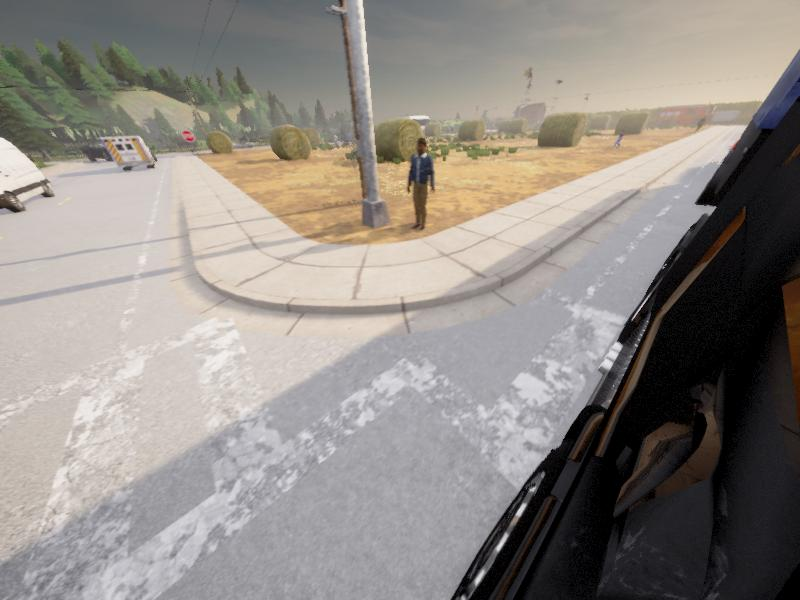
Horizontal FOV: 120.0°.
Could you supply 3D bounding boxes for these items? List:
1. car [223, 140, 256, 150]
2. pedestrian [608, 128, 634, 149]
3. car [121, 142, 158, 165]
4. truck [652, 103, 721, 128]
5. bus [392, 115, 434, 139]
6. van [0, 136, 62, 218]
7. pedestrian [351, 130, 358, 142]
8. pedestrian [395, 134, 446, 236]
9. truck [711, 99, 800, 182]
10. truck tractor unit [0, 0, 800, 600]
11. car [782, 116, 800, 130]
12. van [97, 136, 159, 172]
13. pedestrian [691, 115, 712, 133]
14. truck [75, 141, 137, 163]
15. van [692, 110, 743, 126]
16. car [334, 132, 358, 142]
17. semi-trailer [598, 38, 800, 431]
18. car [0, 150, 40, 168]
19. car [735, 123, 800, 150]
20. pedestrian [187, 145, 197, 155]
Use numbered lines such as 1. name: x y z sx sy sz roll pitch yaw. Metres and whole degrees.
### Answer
1. car: -30.154 -29.192 43.468 4.718 1.301 1.895 -25 42 -27
2. pedestrian: 17.610 -12.895 18.454 0.751 1.300 0.751 -8 37 -8
3. car: -29.612 -16.813 26.422 1.905 1.878 3.866 -27 43 -29
4. truck: 63.174 -40.810 51.282 2.891 3.827 8.468 -27 43 -29
5. bus: 3.420 -43.589 58.236 10.273 4.253 3.944 -26 43 -27
6. van: -17.579 -5.194 9.595 1.988 2.561 5.915 -27 43 -29
7. pedestrian: -9.042 -32.658 46.054 0.751 1.860 0.751 -29 44 -31
8. pedestrian: 0.457 -2.518 5.145 0.751 1.860 0.751 18 41 25
9. truck: 16.407 -6.912 9.836 5.204 2.467 2.627 -28 44 -30
10. truck tractor unit: 2.645 -0.295 0.351 6.516 4.208 3.053 -28 44 -30
11. car: 54.493 -24.061 31.302 4.792 1.488 2.163 -28 44 -30
12. van: -25.047 -13.782 21.640 2.351 2.431 6.366 -27 43 -29
13. pedestrian: 38.819 -22.667 29.778 0.751 1.860 0.751 -25 42 -27
14. truck: -37.995 -19.179 29.924 6.274 2.098 2.390 12 38 18
15. van: 68.924 -39.582 50.362 1.988 2.561 5.915 -27 43 -29
16. car: -12.394 -37.625 53.398 4.856 1.649 2.033 -25 42 -27
17. semi-trailer: 8.683 -3.611 4.248 14.254 4.402 2.717 -28 43 -30
18. car: -49.923 -17.475 28.697 5.238 1.638 1.930 -25 42 -27
19. car: 26.927 -12.078 17.021 4.181 1.385 1.994 -28 44 -30
20. pedestrian: -28.748 -20.692 31.929 0.500 1.100 0.500 4 37 9
